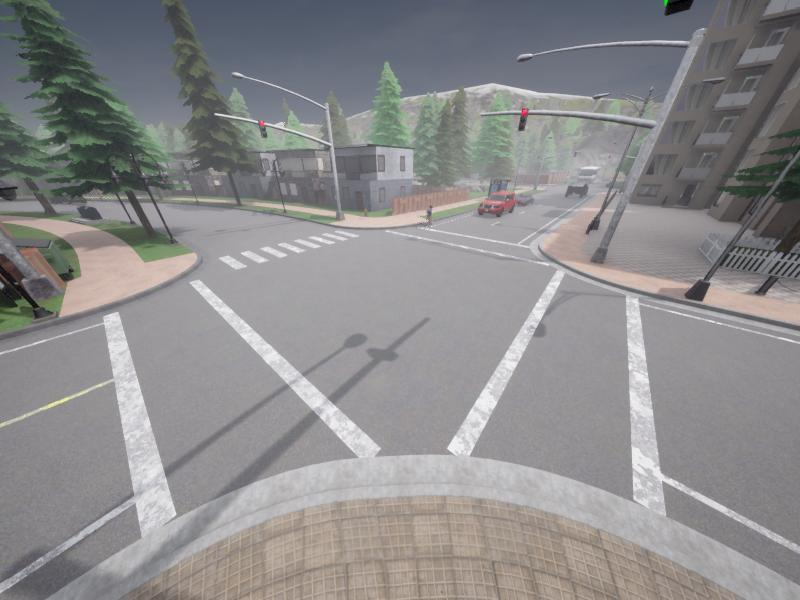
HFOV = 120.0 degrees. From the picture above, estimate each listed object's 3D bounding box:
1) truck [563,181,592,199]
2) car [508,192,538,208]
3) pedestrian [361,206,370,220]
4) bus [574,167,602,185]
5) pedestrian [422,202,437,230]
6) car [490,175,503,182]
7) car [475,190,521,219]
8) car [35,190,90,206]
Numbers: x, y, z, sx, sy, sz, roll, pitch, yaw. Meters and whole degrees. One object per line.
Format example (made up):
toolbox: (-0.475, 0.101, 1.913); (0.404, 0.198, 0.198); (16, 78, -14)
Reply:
truck: (28.995, -18.004, 37.652); (2.390, 2.098, 6.274); (24, 38, 35)
car: (15.481, -12.652, 29.109); (1.994, 1.385, 4.181); (24, 38, 35)
pedestrian: (-3.003, -7.648, 20.333); (0.500, 1.100, 0.500); (23, 37, 34)
bus: (53.956, -35.694, 66.139); (3.944, 4.253, 10.273); (24, 38, 35)
pedestrian: (2.305, -6.543, 17.991); (0.751, 1.860, 0.751); (-25, 38, -36)
car: (29.590, -37.325, 71.038); (1.932, 1.855, 4.605); (23, 37, 34)
car: (10.071, -9.866, 23.608); (2.150, 2.045, 5.566); (24, 38, 35)
car: (-43.520, -13.242, 29.857); (3.988, 1.617, 1.851); (3, 30, 5)
